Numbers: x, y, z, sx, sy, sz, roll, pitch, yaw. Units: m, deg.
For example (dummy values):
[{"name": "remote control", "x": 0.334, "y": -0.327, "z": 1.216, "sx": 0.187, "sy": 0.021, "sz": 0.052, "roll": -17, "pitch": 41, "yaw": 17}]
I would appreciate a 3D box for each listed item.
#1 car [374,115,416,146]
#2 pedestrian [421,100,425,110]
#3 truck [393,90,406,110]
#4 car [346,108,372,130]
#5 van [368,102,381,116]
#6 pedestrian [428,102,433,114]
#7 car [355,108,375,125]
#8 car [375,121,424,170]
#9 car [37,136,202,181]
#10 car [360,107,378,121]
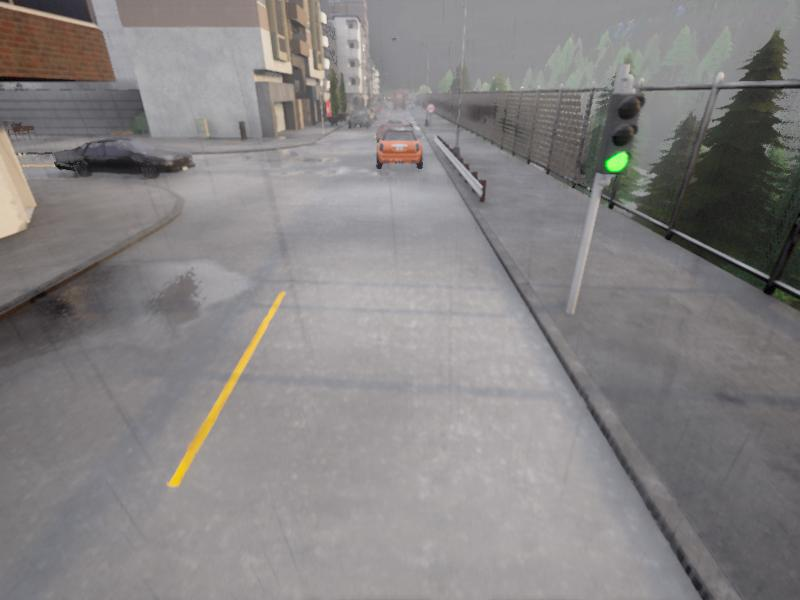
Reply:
[{"name": "car", "x": -0.244, "y": -12.071, "z": 28.352, "sx": 2.152, "sy": 1.651, "sz": 5.027, "roll": 4, "pitch": 27, "yaw": 7}, {"name": "pedestrian", "x": 5.079, "y": -42.438, "z": 86.942, "sx": 0.751, "sy": 1.860, "sz": 0.751, "roll": 0, "pitch": 27, "yaw": 0}, {"name": "truck", "x": -0.102, "y": -45.527, "z": 91.076, "sx": 2.891, "sy": 3.827, "sz": 8.468, "roll": 0, "pitch": 27, "yaw": 0}, {"name": "car", "x": -4.041, "y": -18.318, "z": 40.328, "sx": 2.097, "sy": 1.767, "sz": 4.553, "roll": 0, "pitch": 27, "yaw": 0}, {"name": "van", "x": -4.072, "y": -31.220, "z": 65.235, "sx": 1.775, "sy": 1.987, "sz": 4.442, "roll": 0, "pitch": 27, "yaw": 0}, {"name": "pedestrian", "x": 5.012, "y": -31.411, "z": 65.472, "sx": 0.751, "sy": 1.860, "sz": 0.751, "roll": 2, "pitch": 27, "yaw": 3}, {"name": "car", "x": -4.050, "y": -21.475, "z": 46.707, "sx": 1.801, "sy": 1.575, "sz": 5.366, "roll": 0, "pitch": 27, "yaw": 0}, {"name": "car", "x": -0.018, "y": -7.606, "z": 19.469, "sx": 2.097, "sy": 1.767, "sz": 4.553, "roll": 0, "pitch": 27, "yaw": 0}, {"name": "car", "x": -11.467, "y": -5.922, "z": 16.626, "sx": 5.357, "sy": 1.411, "sz": 2.033, "roll": 4, "pitch": 27, "yaw": 7}, {"name": "car", "x": -4.055, "y": -24.584, "z": 52.876, "sx": 1.970, "sy": 1.475, "sz": 3.806, "roll": 0, "pitch": 27, "yaw": 0}]
